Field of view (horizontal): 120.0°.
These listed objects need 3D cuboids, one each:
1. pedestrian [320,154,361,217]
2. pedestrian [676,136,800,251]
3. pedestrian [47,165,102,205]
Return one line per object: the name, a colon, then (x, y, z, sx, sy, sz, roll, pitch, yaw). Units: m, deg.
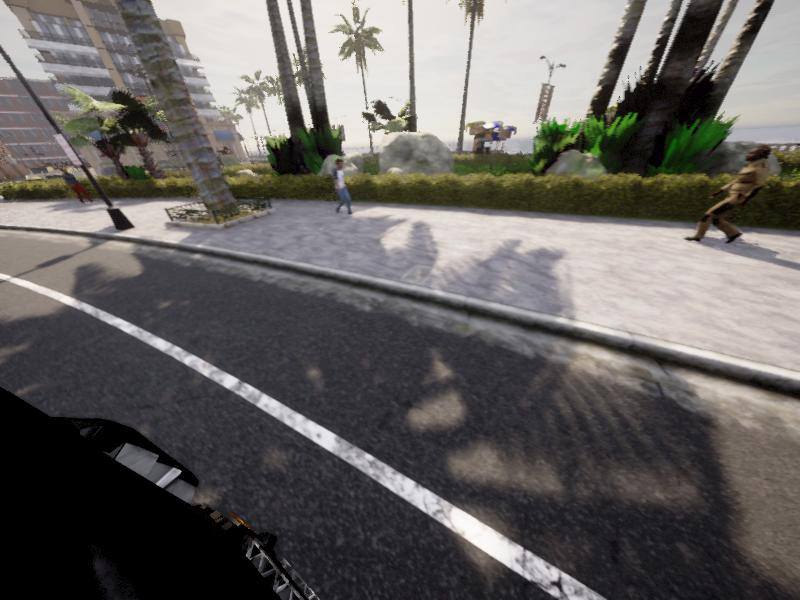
pedestrian: (-2.011, -3.956, 8.027, 0.751, 1.860, 0.751, 14, 37, 24)
pedestrian: (6.536, -2.037, 4.510, 0.751, 1.860, 0.751, 23, 42, 33)
pedestrian: (-17.775, -6.269, 12.673, 0.751, 1.860, 0.751, 6, 35, 13)
